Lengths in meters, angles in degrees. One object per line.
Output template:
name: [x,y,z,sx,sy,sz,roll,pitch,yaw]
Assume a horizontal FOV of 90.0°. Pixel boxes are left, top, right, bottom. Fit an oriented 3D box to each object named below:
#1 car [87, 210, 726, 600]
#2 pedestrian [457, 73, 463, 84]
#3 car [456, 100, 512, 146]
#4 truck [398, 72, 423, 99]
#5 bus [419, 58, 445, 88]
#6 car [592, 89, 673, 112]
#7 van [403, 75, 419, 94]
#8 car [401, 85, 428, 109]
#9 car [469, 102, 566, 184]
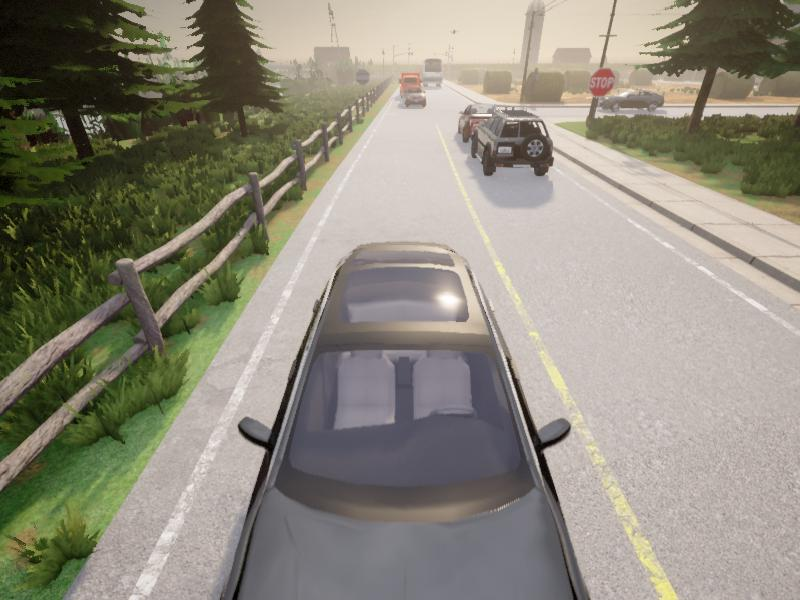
car: [0.030,0.746,3.280,2.128,1.511,4.902,0,30,0]
pedestrian: [11.029,-40.881,73.862,0.751,1.860,0.751,-2,30,-3]
car: [3.869,-8.577,19.191,2.007,1.525,4.514,2,30,3]
truck: [1.165,-23.930,44.578,2.627,2.467,5.204,1,30,1]
bus: [5.440,-39.966,70.262,3.944,4.253,10.273,1,30,1]
car: [18.225,-15.775,31.611,4.902,1.511,2.128,-1,30,-1]
van: [1.449,-28.551,52.912,2.069,2.038,4.480,1,30,1]
car: [1.186,-17.727,34.793,1.851,1.617,3.988,-3,30,-5]
car: [3.648,-5.436,13.460,1.932,1.855,4.605,1,30,1]
